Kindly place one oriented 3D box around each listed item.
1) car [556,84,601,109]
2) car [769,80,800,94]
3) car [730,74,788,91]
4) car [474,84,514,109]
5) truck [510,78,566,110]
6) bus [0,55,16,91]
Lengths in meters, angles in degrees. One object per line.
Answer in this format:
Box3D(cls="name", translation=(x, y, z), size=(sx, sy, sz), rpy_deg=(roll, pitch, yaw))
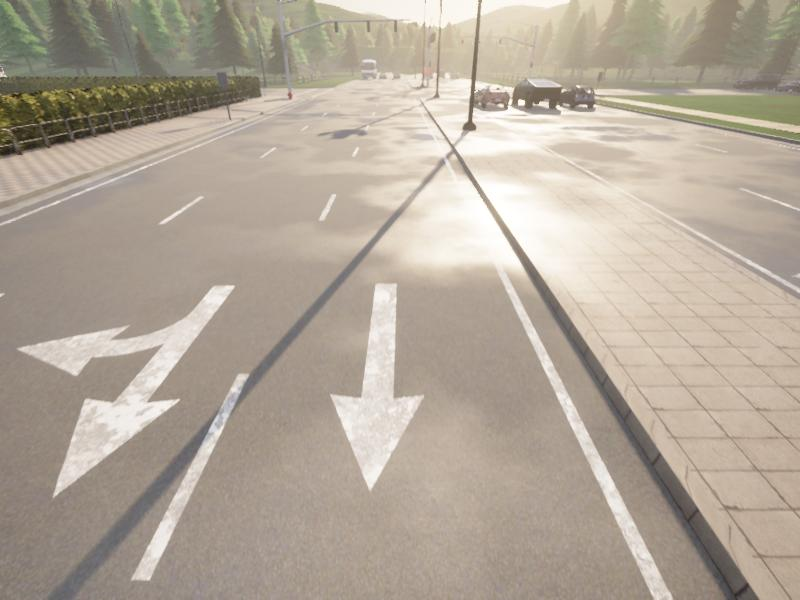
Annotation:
Box3D(cls="car", translation=(14.798, -17.064, 33.516), size=(1.851, 1.617, 3.988), rpy_deg=(0, 30, 0))
Box3D(cls="car", translation=(49.936, -26.803, 50.248), size=(4.892, 1.490, 1.837), rpy_deg=(0, 30, 0))
Box3D(cls="car", translation=(50.263, -30.573, 56.150), size=(5.566, 2.045, 2.150), rpy_deg=(0, 30, 0))
Box3D(cls="car", translation=(7.793, -17.281, 33.870), size=(2.152, 1.651, 5.027), rpy_deg=(0, 30, 0))
Box3D(cls="truck", translation=(11.298, -17.299, 33.431), size=(2.390, 2.098, 6.274), rpy_deg=(0, 30, 0))
Box3D(cls="bus", translation=(-60.001, -30.845, 54.388), size=(10.273, 4.253, 3.944), rpy_deg=(0, 30, 0))
